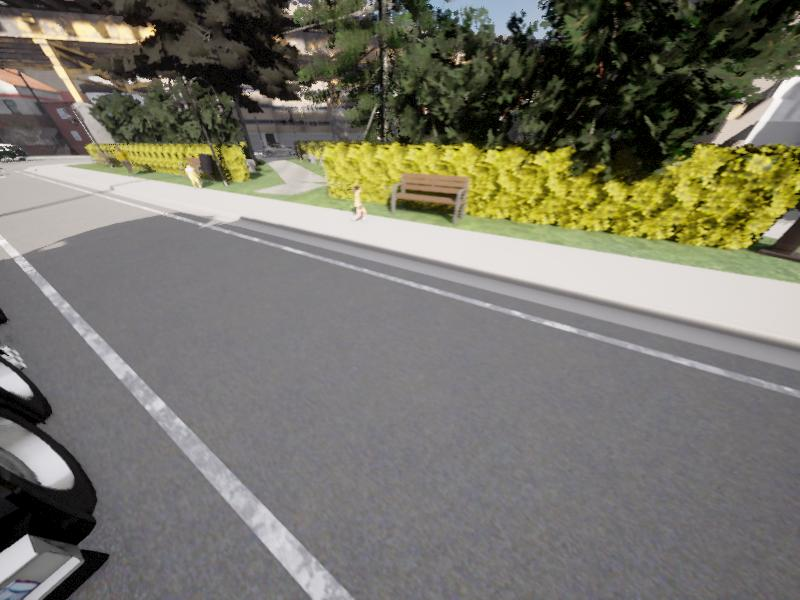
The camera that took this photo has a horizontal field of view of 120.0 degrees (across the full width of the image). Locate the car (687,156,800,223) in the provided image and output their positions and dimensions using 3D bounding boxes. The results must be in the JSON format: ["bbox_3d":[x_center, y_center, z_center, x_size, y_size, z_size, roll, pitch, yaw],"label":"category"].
[{"bbox_3d":[13.852,-3.576,7.545,2.152,1.651,5.027,-9,36,-11],"label":"car"}]

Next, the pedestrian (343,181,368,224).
[{"bbox_3d":[-1.292,-2.873,6.846,0.500,1.100,0.500,1,35,2],"label":"pedestrian"}]

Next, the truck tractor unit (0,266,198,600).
[{"bbox_3d":[-5.120,-0.290,0.777,6.516,4.208,3.053,18,39,24],"label":"truck tractor unit"}]

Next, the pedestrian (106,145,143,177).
[{"bbox_3d":[-19.038,-9.615,15.986,0.751,1.860,0.751,18,39,24],"label":"pedestrian"}]

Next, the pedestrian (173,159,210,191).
[{"bbox_3d":[-10.563,-6.344,11.721,0.751,1.300,0.751,22,41,28],"label":"pedestrian"}]

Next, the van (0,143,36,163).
[{"bbox_3d":[-52.133,-19.134,30.031,4.480,2.038,2.069,-8,36,-13],"label":"van"}]

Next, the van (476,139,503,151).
[{"bbox_3d":[18.654,-32.314,48.139,4.480,2.038,2.069,-9,36,-12],"label":"van"}]

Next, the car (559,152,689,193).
[{"bbox_3d":[12.115,-7.363,13.089,2.163,1.488,4.792,-9,36,-12],"label":"car"}]
